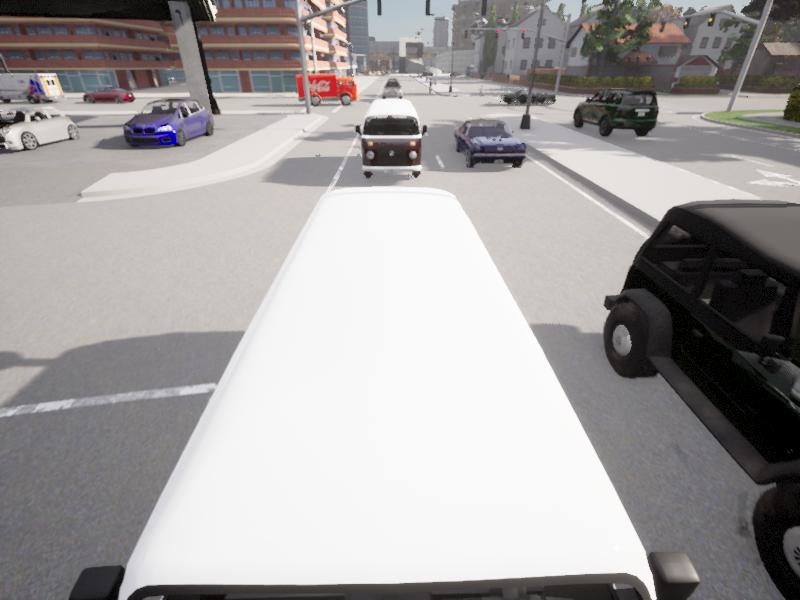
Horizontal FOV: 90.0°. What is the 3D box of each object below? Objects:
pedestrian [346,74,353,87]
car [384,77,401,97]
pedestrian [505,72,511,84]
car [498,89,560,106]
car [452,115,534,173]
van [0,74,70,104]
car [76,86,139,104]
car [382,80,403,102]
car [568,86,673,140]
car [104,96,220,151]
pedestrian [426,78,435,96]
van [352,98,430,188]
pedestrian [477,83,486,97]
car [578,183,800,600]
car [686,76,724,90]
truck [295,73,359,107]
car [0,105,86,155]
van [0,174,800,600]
[{"bbox_3d":[-7.894,-34.352,62.580,0.751,1.860,0.751,0,30,1],"label":"pedestrian"},{"bbox_3d":[-0.844,-24.935,46.799,1.932,1.855,4.605,0,30,-1],"label":"car"},{"bbox_3d":[19.847,-40.704,73.431,0.751,1.860,0.751,0,30,0],"label":"pedestrian"},{"bbox_3d":[11.327,-17.888,35.314,4.718,1.301,1.895,0,30,0],"label":"car"},{"bbox_3d":[3.205,-5.916,14.839,1.895,1.301,4.718,0,30,-1],"label":"car"},{"bbox_3d":[-35.260,-19.652,37.236,6.366,2.431,2.351,-1,30,-2],"label":"van"},{"bbox_3d":[-27.491,-19.316,37.706,4.181,1.385,1.994,-1,30,-1],"label":"car"},{"bbox_3d":[-0.727,-20.861,39.837,1.932,1.855,4.605,0,30,-1],"label":"car"},{"bbox_3d":[11.102,-9.848,20.816,2.150,2.045,5.566,0,30,-1],"label":"car"},{"bbox_3d":[-10.055,-7.825,17.506,2.242,1.667,4.611,0,30,0],"label":"car"},{"bbox_3d":[3.577,-24.876,46.666,0.751,1.860,0.751,10,32,16],"label":"pedestrian"},{"bbox_3d":[-0.267,-5.282,13.015,2.069,2.038,4.480,0,31,-1],"label":"van"},{"bbox_3d":[9.297,-23.933,45.604,0.751,1.300,0.751,1,30,2],"label":"pedestrian"},{"bbox_3d":[3.400,0.480,3.304,1.905,1.878,3.866,0,31,-1],"label":"car"},{"bbox_3d":[40.471,-28.823,53.146,1.970,1.475,3.806,0,30,0],"label":"car"},{"bbox_3d":[-6.289,-18.508,35.242,5.204,2.467,2.627,-4,31,-5],"label":"truck"},{"bbox_3d":[-15.788,-7.257,16.857,1.970,1.475,3.806,0,30,0],"label":"car"},{"bbox_3d":[-0.074,0.623,2.933,2.069,2.038,4.480,-1,30,-1],"label":"van"}]
